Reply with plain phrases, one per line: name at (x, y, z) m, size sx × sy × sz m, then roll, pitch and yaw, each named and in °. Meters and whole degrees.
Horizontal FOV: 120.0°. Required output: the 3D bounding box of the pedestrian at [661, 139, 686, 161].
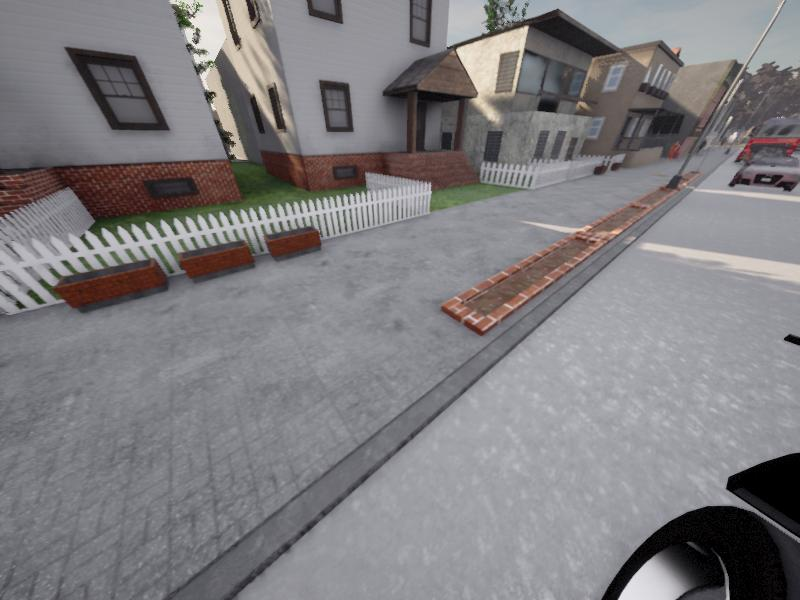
pedestrian at (27.788, -15.230, 23.488) m, size 0.751 × 1.860 × 0.751 m, roll -22°, pitch 41°, yaw -28°

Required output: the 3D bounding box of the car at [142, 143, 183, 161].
car at (-29.357, -18.476, 28.783) m, size 2.242 × 1.667 × 4.611 m, roll -18°, pitch 39°, yaw -23°

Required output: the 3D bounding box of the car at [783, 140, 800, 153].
car at (64.922, -24.971, 37.548) m, size 4.974 × 1.542 × 2.038 m, roll -25°, pitch 42°, yaw -31°

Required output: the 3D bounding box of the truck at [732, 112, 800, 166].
truck at (36.452, -15.671, 22.566) m, size 8.468 × 3.827 × 2.891 m, roll -25°, pitch 42°, yaw -31°

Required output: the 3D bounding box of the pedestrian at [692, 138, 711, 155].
pedestrian at (40.542, -20.651, 31.086) m, size 0.751 × 1.860 × 0.751 m, roll -24°, pitch 42°, yaw -30°

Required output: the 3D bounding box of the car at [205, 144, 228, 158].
car at (-24.947, -20.343, 31.513) m, size 1.845 × 1.501 × 3.633 m, roll -18°, pitch 39°, yaw -23°

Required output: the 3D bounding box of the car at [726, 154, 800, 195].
car at (19.149, -6.643, 12.014) m, size 4.181 × 1.385 × 1.994 m, roll -25°, pitch 42°, yaw -31°

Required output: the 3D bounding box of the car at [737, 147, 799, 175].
car at (27.045, -10.376, 17.096) m, size 3.705 × 1.549 × 1.789 m, roll -25°, pitch 42°, yaw -31°

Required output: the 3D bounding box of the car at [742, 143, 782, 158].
car at (45.427, -18.866, 29.070) m, size 4.792 × 1.488 × 2.163 m, roll -25°, pitch 42°, yaw -31°

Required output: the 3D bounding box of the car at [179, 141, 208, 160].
car at (-27.081, -19.790, 30.449) m, size 1.905 × 1.878 × 3.866 m, roll -18°, pitch 39°, yaw -23°
